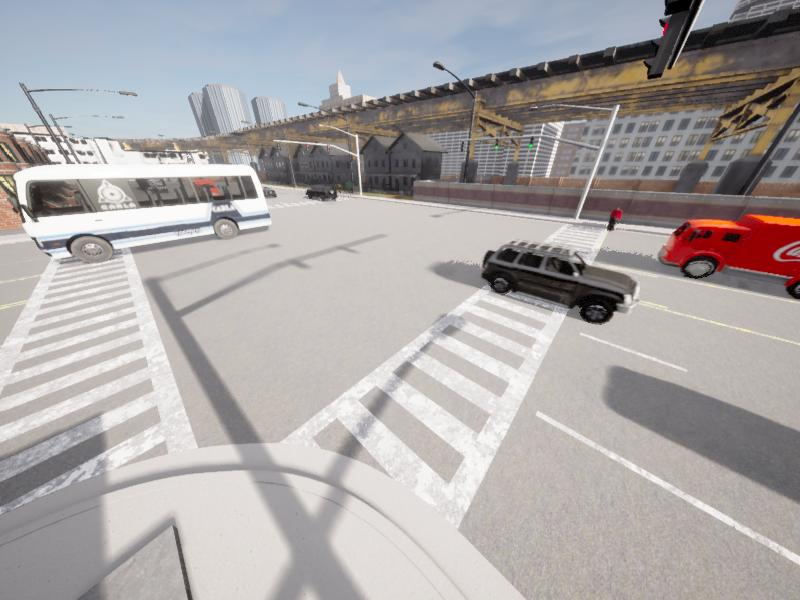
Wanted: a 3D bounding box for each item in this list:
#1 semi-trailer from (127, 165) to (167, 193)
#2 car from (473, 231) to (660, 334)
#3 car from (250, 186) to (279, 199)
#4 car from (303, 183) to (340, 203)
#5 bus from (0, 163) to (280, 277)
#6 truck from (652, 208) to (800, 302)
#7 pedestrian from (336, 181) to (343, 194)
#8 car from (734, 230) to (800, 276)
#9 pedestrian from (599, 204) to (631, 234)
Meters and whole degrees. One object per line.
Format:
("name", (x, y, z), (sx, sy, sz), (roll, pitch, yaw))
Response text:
("semi-trailer", (-50.169, -24.106, 45.639), (14.254, 4.402, 2.717), (24, 38, 35))
("car", (5.288, -0.945, 8.067), (4.605, 1.855, 1.932), (23, 37, 35))
("car", (-21.348, -17.027, 36.401), (5.357, 1.411, 2.033), (25, 38, 36))
("car", (-11.143, -15.276, 32.719), (5.566, 2.045, 2.150), (24, 38, 35))
("bus", (-13.576, -5.428, 13.449), (3.944, 4.253, 10.273), (24, 38, 35))
("truck", (14.254, -1.874, 9.094), (5.204, 2.467, 2.627), (24, 38, 34))
("pedestrian", (-10.004, -18.559, 38.234), (0.751, 1.860, 0.751), (26, 39, 37))
("car", (19.105, -1.644, 9.755), (5.357, 1.411, 2.033), (24, 38, 35))
("pedestrian", (15.125, -5.717, 16.298), (0.751, 1.860, 0.751), (-10, 31, -16))
